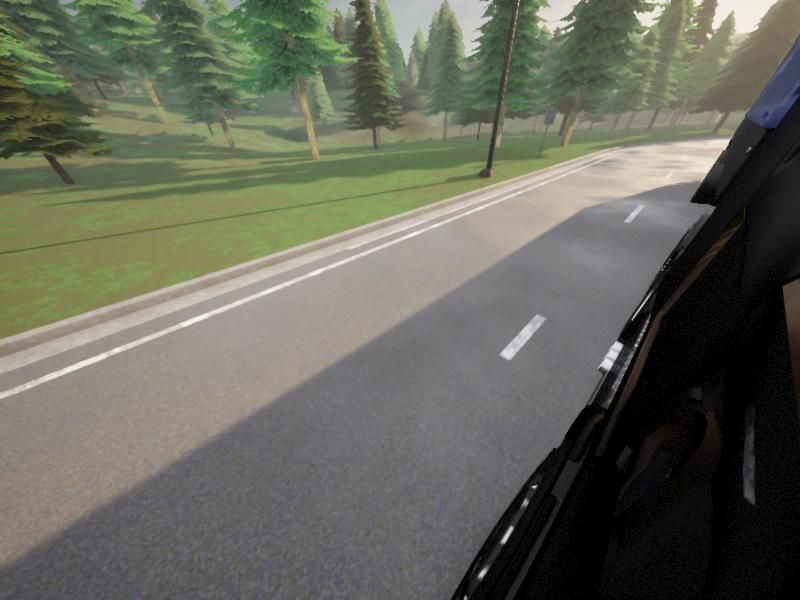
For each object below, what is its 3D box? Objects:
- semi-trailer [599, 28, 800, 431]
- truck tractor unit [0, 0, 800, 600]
[{"bbox_3d":[8.623,-3.659,4.295,14.254,4.402,2.717,-29,44,-30],"label":"semi-trailer"},{"bbox_3d":[2.645,-0.295,0.351,6.516,4.208,3.053,-28,44,-30],"label":"truck tractor unit"}]
